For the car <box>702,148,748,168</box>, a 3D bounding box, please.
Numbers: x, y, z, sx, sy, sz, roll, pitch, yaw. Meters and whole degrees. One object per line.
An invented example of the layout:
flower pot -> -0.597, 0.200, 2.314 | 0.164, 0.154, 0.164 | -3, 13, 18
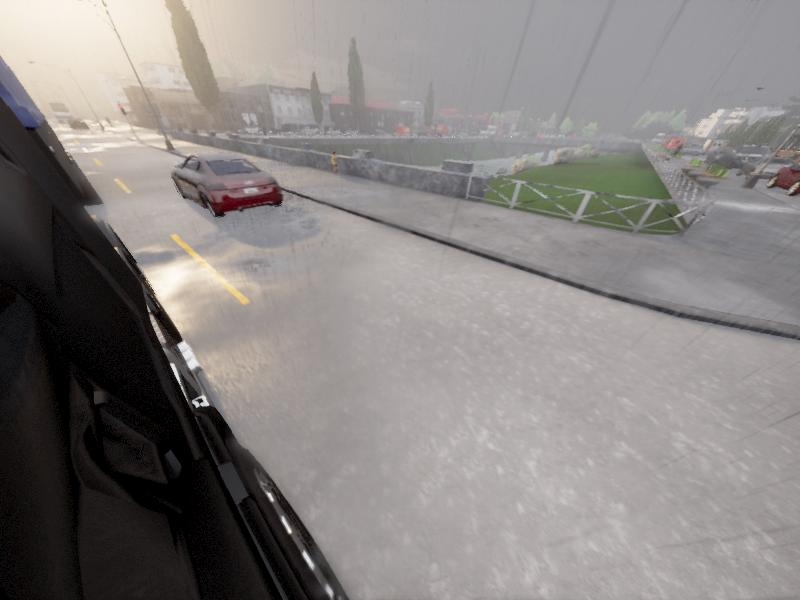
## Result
car -> 36.130, -15.966, 25.830 | 1.851, 1.617, 3.988 | 28, 44, 30

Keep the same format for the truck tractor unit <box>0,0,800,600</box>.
truck tractor unit -> -2.645, -0.295, 0.351 | 6.516, 4.208, 3.053 | 28, 44, 30

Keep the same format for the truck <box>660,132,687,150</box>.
truck -> 78.611, -45.891, 66.581 | 2.891, 3.827, 8.468 | 28, 44, 30

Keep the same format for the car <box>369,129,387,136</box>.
car -> -6.293, -48.039, 66.212 | 1.930, 1.638, 5.238 | 28, 44, 30

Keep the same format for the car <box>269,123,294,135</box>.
car -> -24.657, -35.552, 48.184 | 1.905, 1.878, 3.866 | 28, 44, 30

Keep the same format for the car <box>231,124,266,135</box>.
car -> -28.825, -32.535, 44.196 | 2.038, 1.542, 4.974 | 28, 44, 30

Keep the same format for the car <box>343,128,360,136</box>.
car -> -12.581, -43.724, 60.087 | 1.851, 1.617, 3.988 | 28, 44, 30

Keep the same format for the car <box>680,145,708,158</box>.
car -> 49.928, -25.374, 39.316 | 2.038, 1.542, 4.974 | 28, 44, 30

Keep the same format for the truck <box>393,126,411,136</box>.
truck -> 0.599, -53.080, 72.679 | 2.627, 2.467, 5.204 | 28, 44, 30

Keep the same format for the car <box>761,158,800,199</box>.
car -> 22.407, -6.523, 12.423 | 1.882, 1.535, 5.008 | 28, 44, 30

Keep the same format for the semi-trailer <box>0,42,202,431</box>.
semi-trailer -> -8.706, -3.593, 4.230 | 14.254, 4.402, 2.717 | 28, 44, 30

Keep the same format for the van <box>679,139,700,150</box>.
van -> 82.708, -44.425, 66.029 | 2.351, 2.431, 6.366 | 28, 44, 30

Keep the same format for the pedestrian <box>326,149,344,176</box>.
pedestrian -> -3.185, -6.736, 11.329 | 0.500, 1.100, 0.500 | 28, 44, 30

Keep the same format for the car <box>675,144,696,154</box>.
car -> 56.795, -30.086, 46.005 | 1.789, 1.549, 3.705 | 28, 44, 30

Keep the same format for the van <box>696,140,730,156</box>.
van -> 62.214, -30.406, 46.032 | 2.351, 2.431, 6.366 | 28, 44, 30

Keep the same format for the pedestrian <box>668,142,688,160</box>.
pedestrian -> 34.839, -18.703, 28.992 | 0.751, 1.860, 0.751 | 28, 44, 30

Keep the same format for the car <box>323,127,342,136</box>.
car -> -16.398, -41.112, 56.361 | 1.851, 1.617, 3.988 | 28, 44, 30

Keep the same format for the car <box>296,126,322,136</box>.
car -> -20.495, -38.303, 52.342 | 2.152, 1.651, 5.027 | 28, 44, 30

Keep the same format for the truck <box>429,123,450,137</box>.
truck -> 13.717, -58.860, 80.066 | 2.891, 3.827, 8.468 | 28, 44, 30

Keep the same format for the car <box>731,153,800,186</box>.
car -> 26.922, -9.635, 16.870 | 2.007, 1.525, 4.514 | 28, 44, 30

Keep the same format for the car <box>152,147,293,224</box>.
car -> -5.587, -3.821, 7.272 | 4.181, 1.385, 1.994 | 28, 44, 30

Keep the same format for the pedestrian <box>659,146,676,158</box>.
pedestrian -> 37.054, -20.524, 32.031 | 0.751, 1.300, 0.751 | 1, 37, -2

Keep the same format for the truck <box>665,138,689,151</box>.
truck -> 68.956, -38.755, 57.584 | 2.627, 2.467, 5.204 | 28, 44, 30

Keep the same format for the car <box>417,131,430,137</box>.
car -> 7.562, -53.742, 74.808 | 1.816, 1.474, 4.193 | 28, 44, 30

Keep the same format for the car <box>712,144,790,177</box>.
car -> 31.084, -12.685, 20.767 | 2.150, 2.045, 5.566 | 28, 44, 30
